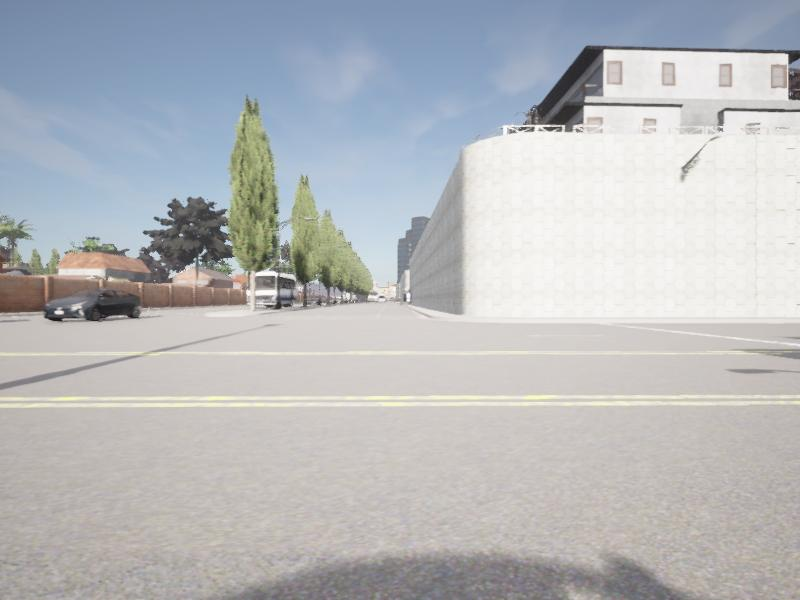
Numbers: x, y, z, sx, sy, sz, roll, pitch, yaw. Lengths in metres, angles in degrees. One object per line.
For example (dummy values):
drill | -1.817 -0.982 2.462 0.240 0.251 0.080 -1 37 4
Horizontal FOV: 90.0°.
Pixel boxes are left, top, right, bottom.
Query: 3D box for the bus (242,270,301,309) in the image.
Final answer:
bus | -14.959 -1.130 47.881 3.944 4.253 10.273 0 0 -1

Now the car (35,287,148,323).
car | -14.464 0.229 19.189 2.007 1.525 4.514 0 0 -1
